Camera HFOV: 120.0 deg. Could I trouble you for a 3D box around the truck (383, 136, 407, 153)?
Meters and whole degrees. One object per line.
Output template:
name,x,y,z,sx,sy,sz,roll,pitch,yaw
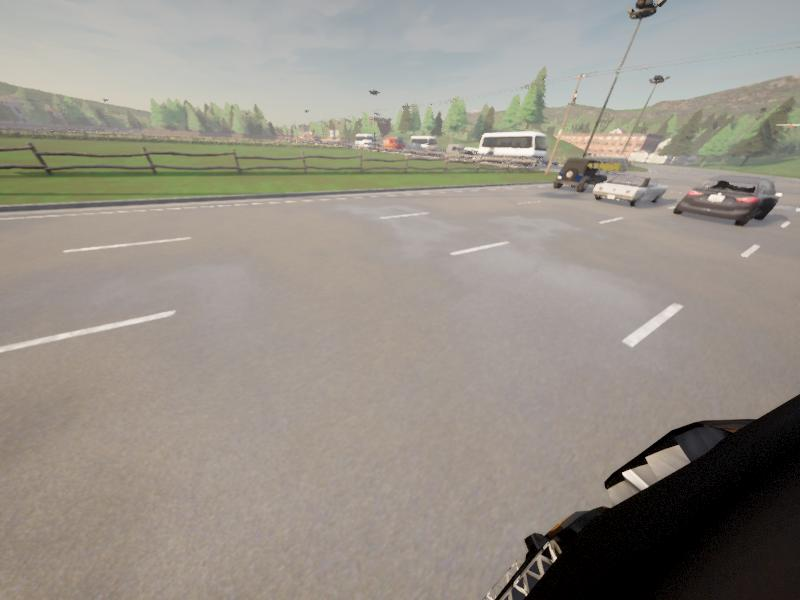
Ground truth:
truck,-1.577,-44.409,65.805,2.891,3.827,8.468,-16,39,-26

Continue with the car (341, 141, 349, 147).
car,-22.803,-64.519,95.558,1.905,1.878,3.866,-16,39,-26

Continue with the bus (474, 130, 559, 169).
bus,16.836,-22.676,34.835,3.944,4.253,10.273,-16,38,-26

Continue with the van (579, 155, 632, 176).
van,26.086,-17.188,29.467,1.775,1.987,4.442,-25,43,-35

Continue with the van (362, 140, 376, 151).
van,-9.645,-47.969,71.543,1.988,2.561,5.915,-16,39,-26

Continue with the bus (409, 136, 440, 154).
bus,7.253,-47.605,70.822,3.944,4.253,10.273,-16,39,-26

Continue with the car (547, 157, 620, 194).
car,12.401,-8.506,15.684,3.866,1.878,1.905,-16,39,-26

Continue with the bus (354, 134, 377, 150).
bus,-11.973,-55.000,80.231,3.944,4.253,10.273,-16,39,-26

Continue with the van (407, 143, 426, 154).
van,4.781,-45.253,68.789,2.351,2.431,6.366,-16,39,-26

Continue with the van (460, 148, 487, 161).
van,14.107,-28.144,44.644,2.069,2.038,4.480,-17,38,-26

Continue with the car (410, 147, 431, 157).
car,4.601,-33.510,52.145,2.242,1.667,4.611,-16,39,-26

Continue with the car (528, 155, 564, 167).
car,25.480,-24.400,40.502,2.163,1.488,4.792,-16,39,-26

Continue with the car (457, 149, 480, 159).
car,15.867,-33.955,53.735,2.152,1.651,5.027,-16,38,-26

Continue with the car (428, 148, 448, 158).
car,8.566,-33.382,52.419,1.837,1.490,4.892,-16,39,-26

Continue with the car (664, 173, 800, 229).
car,14.668,-4.529,10.193,4.611,1.667,2.242,-14,38,-24

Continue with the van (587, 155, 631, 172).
van,33.007,-21.652,36.587,1.775,1.987,4.442,-24,42,-33

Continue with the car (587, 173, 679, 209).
car,12.785,-6.090,12.684,4.718,1.301,1.895,-16,39,-26

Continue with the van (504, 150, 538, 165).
van,21.136,-25.069,40.657,2.069,2.038,4.480,-16,38,-26

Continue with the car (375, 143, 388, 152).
car,-5.321,-43.397,65.767,1.932,1.855,4.605,-16,39,-26

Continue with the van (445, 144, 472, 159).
van,12.993,-33.319,51.748,1.988,2.561,5.915,-16,39,-26

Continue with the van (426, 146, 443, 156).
van,8.579,-37.447,57.974,1.775,1.987,4.442,-16,39,-26
